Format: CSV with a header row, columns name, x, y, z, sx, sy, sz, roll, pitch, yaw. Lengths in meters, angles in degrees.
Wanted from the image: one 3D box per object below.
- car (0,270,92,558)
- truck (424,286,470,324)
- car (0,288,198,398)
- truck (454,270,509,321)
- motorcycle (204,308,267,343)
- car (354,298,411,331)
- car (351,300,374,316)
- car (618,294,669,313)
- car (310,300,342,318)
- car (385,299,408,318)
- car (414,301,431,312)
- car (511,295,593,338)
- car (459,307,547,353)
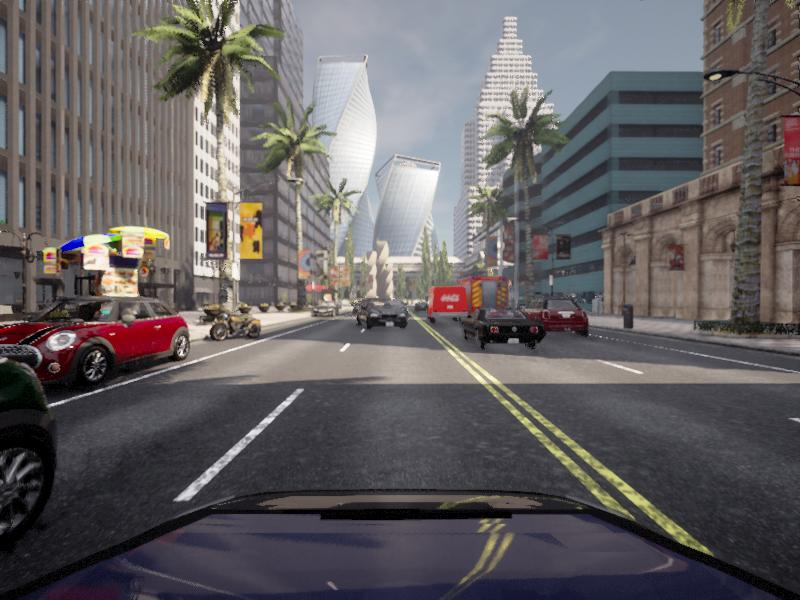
name,x,y,z,sx,sy,sz,roll,pitch,yaw
car,-3.500,0.695,0.907,2.097,1.767,4.553,0,0,0
truck,3.252,0.341,28.717,2.627,2.467,5.204,0,0,-1
car,-6.626,0.693,8.734,2.185,1.767,4.553,0,0,-1
truck,6.696,-0.340,34.162,2.891,3.827,8.468,0,0,-1
motorcycle,-6.557,0.972,16.091,0.764,1.277,2.356,0,0,29
car,-1.124,0.744,22.805,2.242,1.667,4.611,0,0,-16
car,-3.895,0.799,42.628,2.038,1.542,4.974,0,0,-1
car,27.876,0.347,46.003,2.435,2.045,5.566,0,0,-1
car,-6.941,0.803,38.107,2.231,1.521,4.892,0,0,-1
car,-0.347,0.756,38.123,2.033,1.649,4.856,0,0,-1
car,2.995,0.877,54.361,1.994,1.385,4.181,0,0,-1
car,6.862,0.683,18.685,2.097,1.767,4.553,0,0,-1
car,3.410,0.936,14.305,1.895,1.301,4.718,0,0,-1
